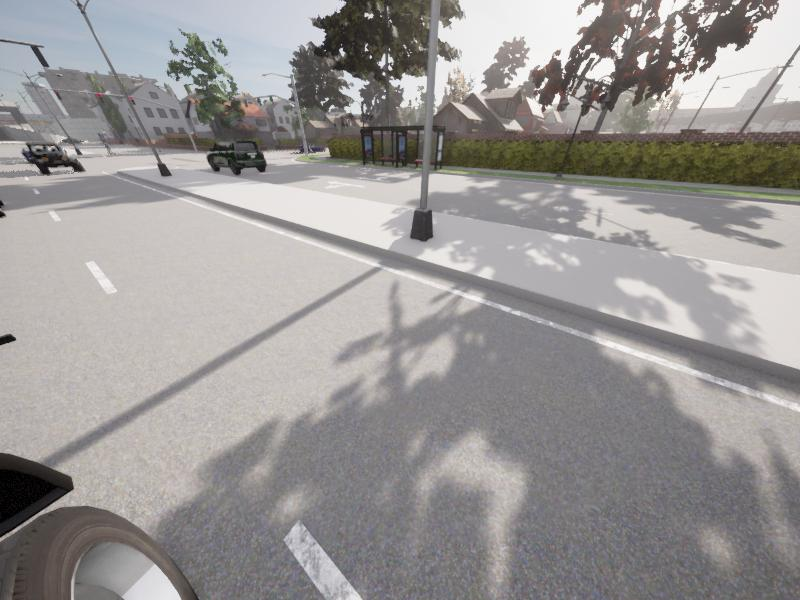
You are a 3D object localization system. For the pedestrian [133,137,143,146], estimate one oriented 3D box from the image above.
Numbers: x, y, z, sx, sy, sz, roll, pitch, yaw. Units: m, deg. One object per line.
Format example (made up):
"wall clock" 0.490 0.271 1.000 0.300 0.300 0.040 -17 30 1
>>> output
"pedestrian" -63.728 -38.518 56.234 0.751 1.860 0.751 23 41 28

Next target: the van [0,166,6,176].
"van" -29.071 -9.468 15.387 4.480 2.038 2.069 22 40 28

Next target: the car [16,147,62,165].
"car" -36.061 -14.456 23.063 4.718 1.301 1.895 22 41 28

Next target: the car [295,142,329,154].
"car" -14.602 -25.540 38.787 2.163 1.488 4.792 22 41 28

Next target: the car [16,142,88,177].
"car" -24.690 -10.090 16.426 3.866 1.878 1.905 22 41 28

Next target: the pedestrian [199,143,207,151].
"pedestrian" -33.542 -25.984 39.324 0.500 1.100 0.500 20 40 26

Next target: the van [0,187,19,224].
"van" -14.605 -3.601 7.154 4.480 2.038 2.069 22 41 28

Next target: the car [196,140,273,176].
"car" -12.444 -10.811 17.400 5.566 2.045 2.150 22 41 28

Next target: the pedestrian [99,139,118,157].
"pedestrian" -37.271 -19.421 29.571 0.751 1.860 0.751 -28 44 -34
